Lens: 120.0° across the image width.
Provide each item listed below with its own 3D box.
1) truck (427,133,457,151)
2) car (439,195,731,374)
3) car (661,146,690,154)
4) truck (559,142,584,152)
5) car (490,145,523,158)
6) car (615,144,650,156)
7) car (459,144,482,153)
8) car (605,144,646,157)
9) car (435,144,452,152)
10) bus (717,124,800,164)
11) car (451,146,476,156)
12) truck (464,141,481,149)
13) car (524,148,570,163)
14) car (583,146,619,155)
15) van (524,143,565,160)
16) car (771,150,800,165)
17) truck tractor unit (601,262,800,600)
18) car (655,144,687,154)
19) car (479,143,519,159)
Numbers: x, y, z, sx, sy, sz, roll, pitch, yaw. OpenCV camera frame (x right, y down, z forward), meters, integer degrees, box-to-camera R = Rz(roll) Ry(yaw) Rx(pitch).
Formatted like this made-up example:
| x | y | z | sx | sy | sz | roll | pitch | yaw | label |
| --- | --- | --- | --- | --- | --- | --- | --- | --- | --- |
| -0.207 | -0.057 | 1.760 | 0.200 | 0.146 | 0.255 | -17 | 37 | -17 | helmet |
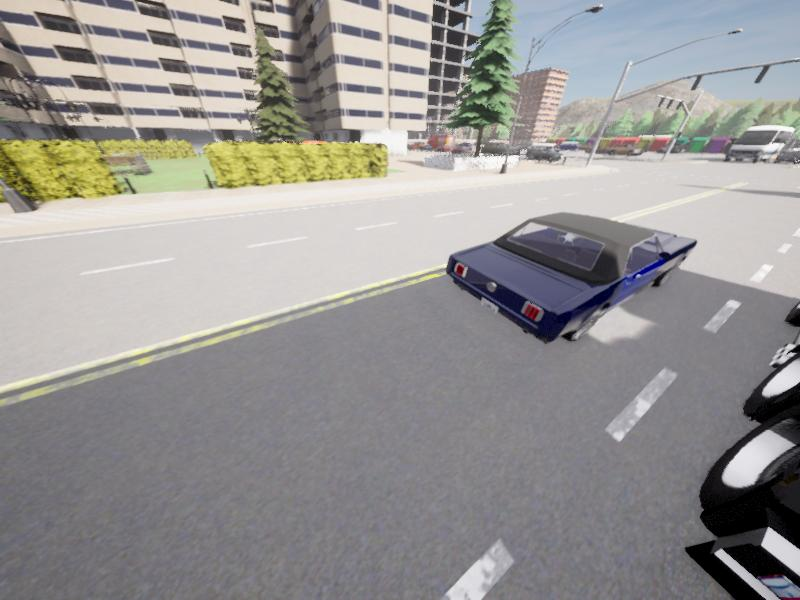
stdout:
| x | y | z | sx | sy | sz | roll | pitch | yaw | label |
| --- | --- | --- | --- | --- | --- | --- | --- | --- | --- |
| 10.956 | -42.269 | 61.839 | 2.891 | 3.827 | 8.468 | -18 | 39 | -25 | truck |
| 3.211 | -0.773 | 4.067 | 4.718 | 1.301 | 1.895 | -18 | 39 | -25 | car |
| 63.343 | -34.520 | 53.187 | 1.970 | 1.475 | 3.806 | -18 | 39 | -25 | car |
| 44.960 | -40.345 | 60.771 | 2.069 | 2.038 | 4.478 | -18 | 39 | -25 | truck |
| 18.501 | -26.041 | 40.407 | 2.242 | 1.667 | 4.611 | -18 | 39 | -25 | car |
| 43.866 | -28.399 | 43.683 | 1.905 | 1.878 | 3.866 | -18 | 39 | -25 | car |
| 16.514 | -35.883 | 54.634 | 2.152 | 1.651 | 5.027 | -18 | 39 | -25 | car |
| 41.334 | -27.618 | 42.518 | 1.932 | 1.855 | 4.605 | -18 | 39 | -25 | car |
| 10.714 | -37.567 | 57.118 | 1.970 | 1.475 | 3.806 | -18 | 39 | -25 | car |
| 51.767 | -22.301 | 33.167 | 10.273 | 4.253 | 3.944 | -17 | 38 | -24 | bus |
| 11.960 | -28.417 | 43.953 | 1.812 | 1.442 | 4.674 | -18 | 39 | -25 | car |
| 21.823 | -46.971 | 70.042 | 2.069 | 2.038 | 4.478 | -18 | 39 | -25 | truck |
| 20.312 | -20.239 | 32.196 | 2.128 | 1.511 | 4.902 | -18 | 39 | -25 | car |
| 42.990 | -32.162 | 49.513 | 2.033 | 1.415 | 5.357 | -18 | 39 | -25 | car |
| 21.986 | -22.772 | 35.408 | 2.069 | 2.038 | 4.480 | -18 | 39 | -25 | van |
| 53.534 | -19.517 | 31.590 | 4.892 | 1.490 | 1.837 | -17 | 38 | -24 | car |
| 5.128 | -0.279 | 0.786 | 6.516 | 4.208 | 3.053 | -18 | 40 | -25 | truck tractor unit |
| 60.834 | -33.911 | 51.856 | 1.905 | 1.878 | 3.866 | -18 | 39 | -25 | car |
| 16.115 | -24.586 | 37.946 | 2.150 | 2.045 | 5.566 | -18 | 39 | -25 | car |
